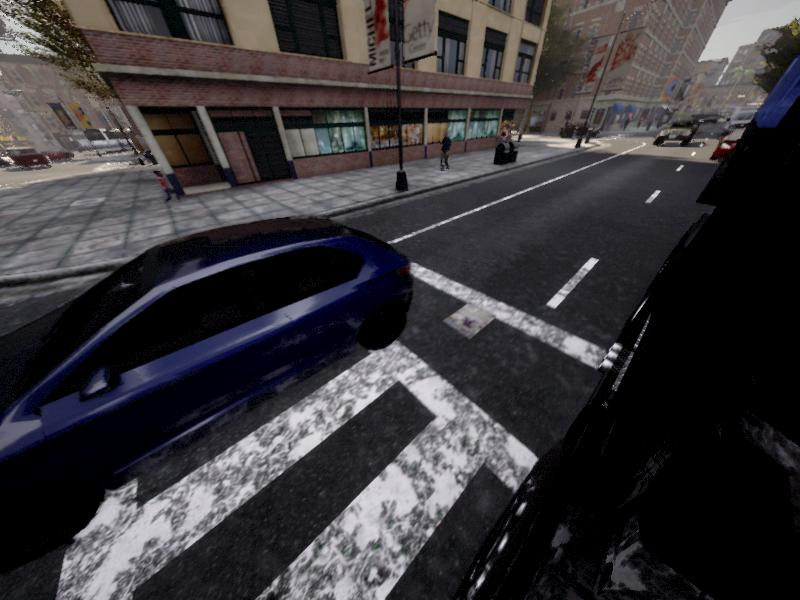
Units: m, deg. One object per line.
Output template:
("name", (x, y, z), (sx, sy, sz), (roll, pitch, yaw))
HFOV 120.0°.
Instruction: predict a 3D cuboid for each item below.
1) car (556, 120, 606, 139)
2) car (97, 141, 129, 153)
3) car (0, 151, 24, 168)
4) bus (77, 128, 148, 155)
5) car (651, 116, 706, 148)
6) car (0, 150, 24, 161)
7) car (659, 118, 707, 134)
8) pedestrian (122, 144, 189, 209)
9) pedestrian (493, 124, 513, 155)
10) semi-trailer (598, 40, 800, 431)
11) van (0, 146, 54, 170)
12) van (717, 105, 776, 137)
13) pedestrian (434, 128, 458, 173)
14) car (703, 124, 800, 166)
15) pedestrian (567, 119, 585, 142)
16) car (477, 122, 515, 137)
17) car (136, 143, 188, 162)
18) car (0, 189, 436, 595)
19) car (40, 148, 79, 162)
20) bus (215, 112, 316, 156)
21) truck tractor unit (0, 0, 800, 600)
("car", (23.914, -22.674, 30.726), (1.932, 1.855, 4.605), (-27, 43, -29))
("car", (-66.331, -35.499, 53.584), (1.932, 1.855, 4.605), (-7, 37, -5))
("car", (-50.222, -17.504, 28.893), (2.038, 1.542, 4.974), (-29, 44, -31))
("bus", (-62.725, -35.301, 51.118), (3.944, 4.253, 10.273), (-10, 38, -9))
("car", (23.001, -13.891, 19.094), (4.605, 1.855, 1.932), (-30, 45, -31))
("car", (-73.171, -26.545, 42.461), (2.002, 1.452, 4.674), (-15, 39, -16))
("car", (37.891, -23.283, 30.923), (5.008, 1.535, 1.882), (-15, 39, -16))
("pedestrian", (-8.414, -4.306, 8.077), (0.751, 1.860, 0.751), (-24, 42, -26))
("pedestrian", (7.683, -11.996, 17.277), (0.751, 1.860, 0.751), (-25, 42, -26))
("semi-trailer", (8.694, -3.614, 4.223), (14.254, 4.402, 2.717), (-28, 44, -30))
("van", (-41.697, -15.924, 25.861), (4.442, 1.987, 1.775), (15, 42, 23))
("van", (36.333, -18.866, 24.403), (6.366, 2.431, 2.351), (-30, 44, -31))
("pedestrian", (2.330, -7.604, 11.776), (0.751, 1.860, 0.751), (28, 47, 34))
("car", (18.654, -8.441, 12.452), (4.792, 1.488, 2.163), (-30, 44, -31))
("pedestrian", (18.478, -17.734, 24.221), (0.751, 1.860, 0.751), (-30, 44, -31))
("car", (17.014, -30.289, 41.163), (2.150, 2.045, 5.566), (-30, 45, -32))
("car", (-28.641, -17.858, 27.916), (3.988, 1.617, 1.851), (-29, 44, -30))
("car", (-1.816, 0.180, 2.297), (4.193, 1.474, 1.816), (-27, 43, -29))
("car", (-53.662, -23.058, 36.546), (2.163, 1.488, 4.792), (-27, 43, -29))
("bus", (-17.557, -22.502, 31.183), (10.273, 4.253, 3.944), (-30, 45, -31))
("truck tractor unit", (2.645, -0.295, 0.351), (6.516, 4.208, 3.053), (-28, 44, -30))
